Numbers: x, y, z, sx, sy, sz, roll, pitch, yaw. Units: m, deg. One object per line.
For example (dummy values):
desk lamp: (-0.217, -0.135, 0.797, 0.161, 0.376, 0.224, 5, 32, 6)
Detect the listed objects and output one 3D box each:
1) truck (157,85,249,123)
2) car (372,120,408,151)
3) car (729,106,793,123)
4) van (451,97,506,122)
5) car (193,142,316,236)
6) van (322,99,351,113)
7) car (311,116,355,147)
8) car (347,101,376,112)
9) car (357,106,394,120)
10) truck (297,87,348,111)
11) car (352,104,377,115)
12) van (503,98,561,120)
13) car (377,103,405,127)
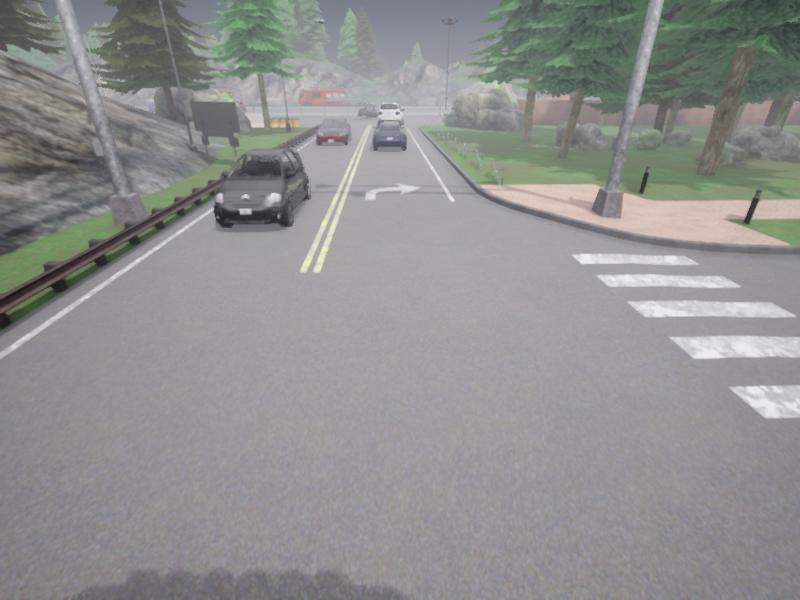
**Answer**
truck: (-22.472, -22.698, 46.254, 8.468, 3.827, 2.891, -1, 28, -2)
car: (-0.622, -9.962, 24.062, 1.994, 1.385, 4.181, -1, 28, -2)
car: (41.612, -21.486, 46.234, 5.027, 1.651, 2.152, -1, 28, -2)
van: (9.278, -22.819, 47.837, 5.915, 2.561, 1.988, -1, 28, -2)
car: (-3.585, -3.153, 10.765, 1.851, 1.617, 3.988, -1, 28, -2)
van: (-10.327, -31.879, 65.810, 4.442, 1.987, 1.775, -1, 28, -2)
car: (-4.201, -10.972, 25.880, 2.163, 1.488, 4.792, -1, 28, -2)
car: (-6.662, -33.429, 69.143, 4.856, 1.649, 2.033, -1, 28, -2)
car: (-3.082, -23.725, 50.681, 4.514, 1.525, 2.007, -1, 28, -2)
truck: (-13.703, -35.868, 71.463, 8.468, 3.827, 2.891, -1, 28, -2)
car: (-5.517, -30.098, 63.036, 3.806, 1.475, 1.970, -1, 28, -2)
van: (16.821, -24.556, 51.274, 6.366, 2.431, 2.351, -1, 28, -2)
car: (-0.794, -18.124, 39.227, 2.150, 2.045, 5.566, 2, 25, 5)
